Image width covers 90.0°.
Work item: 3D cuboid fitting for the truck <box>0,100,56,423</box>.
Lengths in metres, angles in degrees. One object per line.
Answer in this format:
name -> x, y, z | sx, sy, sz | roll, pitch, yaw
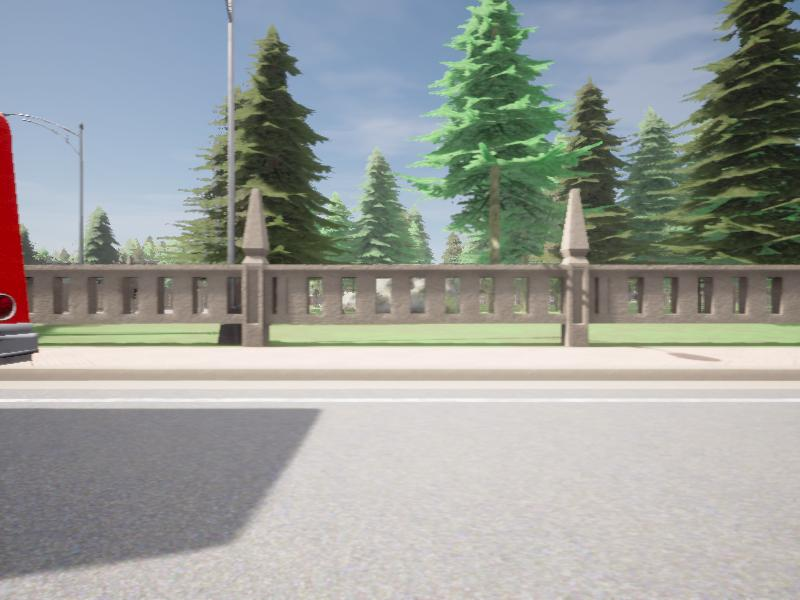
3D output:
truck -> -5.646, -0.258, 2.201 | 5.204, 2.467, 2.627 | -1, 0, 0
